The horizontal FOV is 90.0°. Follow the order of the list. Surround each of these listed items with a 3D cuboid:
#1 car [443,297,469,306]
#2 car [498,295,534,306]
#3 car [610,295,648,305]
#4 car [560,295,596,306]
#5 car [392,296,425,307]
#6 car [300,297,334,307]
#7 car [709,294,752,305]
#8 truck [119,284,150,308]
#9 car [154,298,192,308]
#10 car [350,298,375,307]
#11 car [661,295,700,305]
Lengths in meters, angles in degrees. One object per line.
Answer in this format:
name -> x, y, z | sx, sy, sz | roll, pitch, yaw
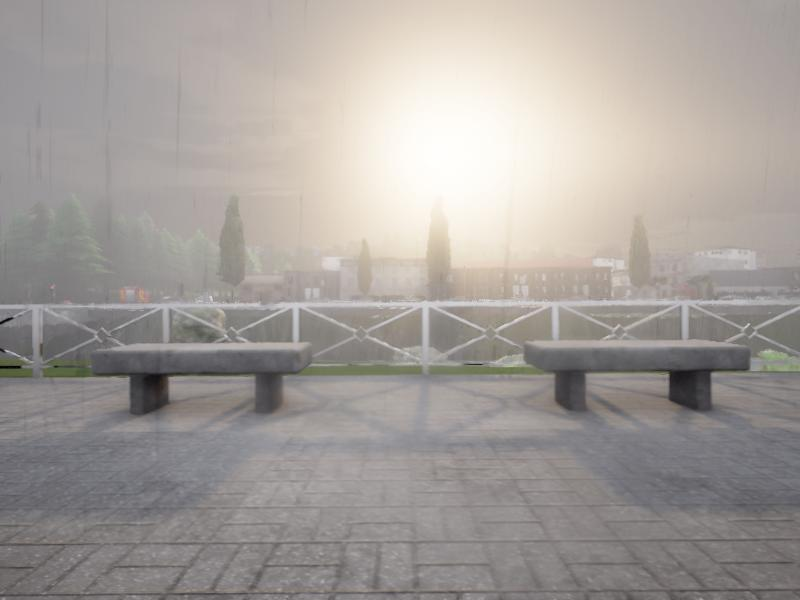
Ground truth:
car -> 9.002, 0.259, 64.359 | 3.806, 1.475, 1.970 | 0, 0, 0
car -> 18.688, 0.113, 64.360 | 5.238, 1.638, 1.930 | 0, 0, 0
car -> 36.800, 0.020, 64.367 | 4.974, 1.542, 2.038 | 0, 0, 0
car -> 28.642, 0.046, 64.364 | 4.856, 1.649, 2.033 | 0, 0, 0
car -> 1.374, 0.226, 64.359 | 5.238, 1.638, 1.930 | 0, 0, 0
car -> -13.290, 0.331, 64.355 | 5.027, 1.651, 2.152 | 0, 0, 0
car -> 53.176, -0.111, 64.369 | 5.238, 1.638, 1.930 | 0, 0, 0
truck -> -45.094, -0.563, 68.215 | 2.891, 3.827, 8.468 | 0, 0, -23
car -> -36.438, 0.479, 64.293 | 4.856, 1.649, 2.033 | 0, 0, -1
car -> -6.026, 0.356, 64.356 | 3.806, 1.475, 1.970 | 0, 0, 0
car -> 45.074, -0.006, 64.367 | 5.008, 1.535, 1.882 | 0, 0, 0
